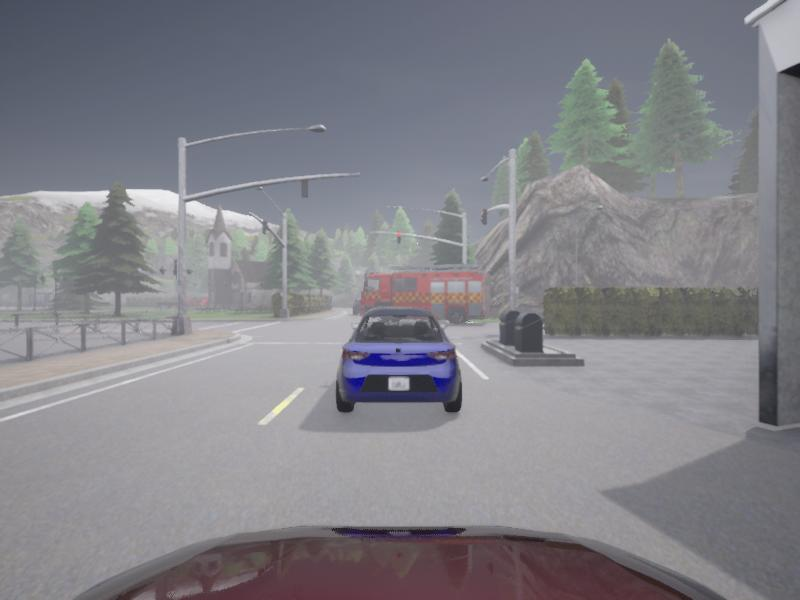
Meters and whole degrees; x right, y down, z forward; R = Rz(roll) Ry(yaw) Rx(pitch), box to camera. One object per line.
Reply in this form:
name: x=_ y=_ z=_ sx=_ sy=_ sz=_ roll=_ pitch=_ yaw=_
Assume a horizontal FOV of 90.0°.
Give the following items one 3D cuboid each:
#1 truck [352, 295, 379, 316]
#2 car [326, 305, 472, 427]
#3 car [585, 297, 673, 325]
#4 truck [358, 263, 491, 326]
truck: x=-3.628 y=0.499 z=42.925 sx=2.390 sy=2.098 sz=6.274 roll=0 pitch=0 yaw=-1
car: x=-0.018 y=0.847 z=7.097 sx=1.816 sy=1.474 sz=4.193 roll=0 pitch=0 yaw=0
car: x=14.797 y=0.669 z=26.053 sx=4.553 sy=1.767 sz=2.097 roll=0 pitch=0 yaw=0
truck: x=1.666 y=-0.348 z=27.105 sx=8.468 sy=3.827 sz=2.891 roll=0 pitch=1 yaw=19
